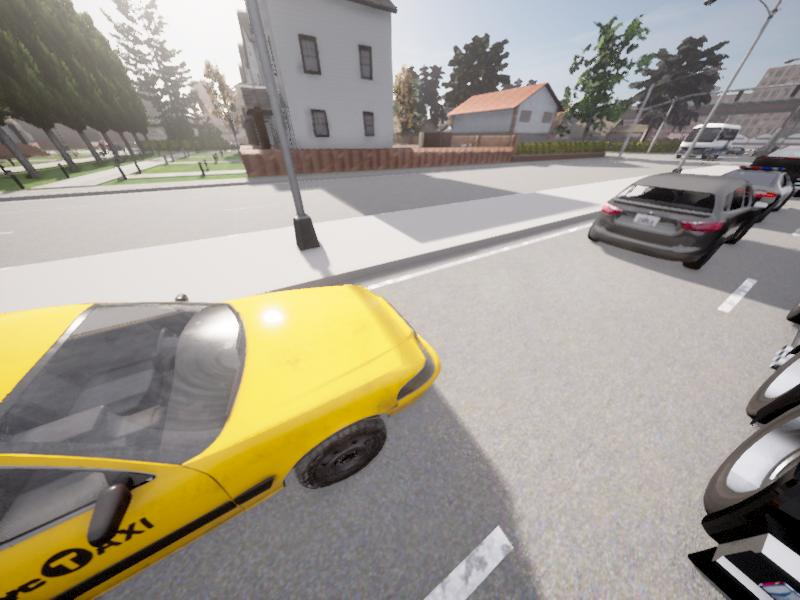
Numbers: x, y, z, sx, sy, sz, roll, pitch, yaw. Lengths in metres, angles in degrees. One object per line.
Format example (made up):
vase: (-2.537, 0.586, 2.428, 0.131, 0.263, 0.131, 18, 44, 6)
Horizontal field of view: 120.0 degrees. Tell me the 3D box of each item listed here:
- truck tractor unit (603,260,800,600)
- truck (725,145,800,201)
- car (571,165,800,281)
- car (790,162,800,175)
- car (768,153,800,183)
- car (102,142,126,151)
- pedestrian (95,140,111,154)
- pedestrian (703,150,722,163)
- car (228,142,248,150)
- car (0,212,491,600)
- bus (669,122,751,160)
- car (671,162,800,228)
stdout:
truck tractor unit: (5.107, -0.302, 0.804, 6.516, 4.208, 3.053, -18, 39, -25)
truck: (20.600, -6.849, 12.117, 6.274, 2.098, 2.390, -18, 39, -24)
car: (7.124, -2.267, 5.834, 4.611, 1.667, 2.242, -18, 39, -24)
car: (35.112, -11.266, 19.244, 4.718, 1.301, 1.895, -18, 39, -24)
car: (28.216, -9.107, 15.897, 4.974, 1.542, 2.038, -18, 39, -24)
car: (-62.188, -33.517, 50.391, 2.033, 1.649, 4.856, -22, 40, -28)
pedestrian: (-47.059, -24.173, 36.575, 0.751, 1.860, 0.751, 27, 43, 33)
pedestrian: (38.431, -17.653, 28.394, 0.751, 1.300, 0.751, -16, 38, -21)
car: (-40.018, -38.066, 57.095, 2.038, 1.542, 4.974, -4, 35, -6)
car: (-2.207, 0.821, 1.427, 5.366, 1.575, 1.801, -18, 39, -24)
bus: (46.067, -23.563, 34.387, 10.273, 4.253, 3.944, -18, 39, -24)
car: (13.019, -4.138, 8.677, 4.974, 1.542, 2.038, -18, 39, -24)
